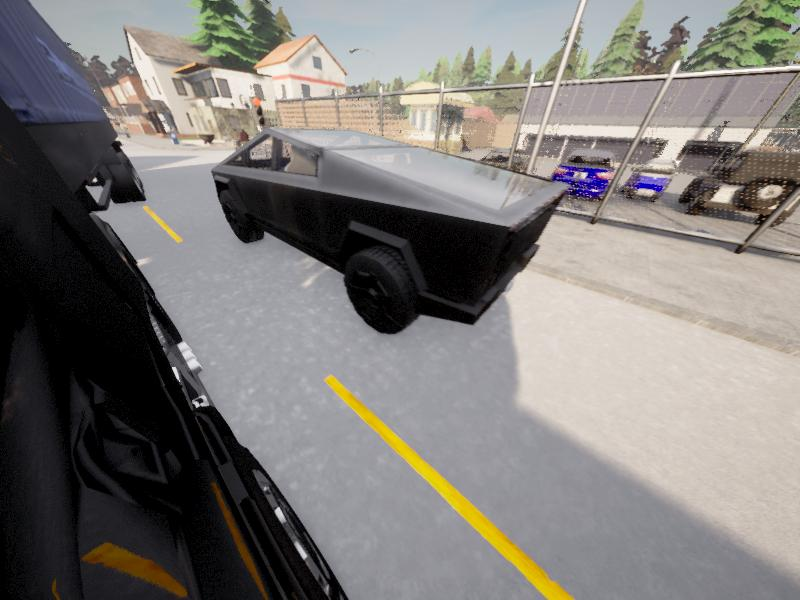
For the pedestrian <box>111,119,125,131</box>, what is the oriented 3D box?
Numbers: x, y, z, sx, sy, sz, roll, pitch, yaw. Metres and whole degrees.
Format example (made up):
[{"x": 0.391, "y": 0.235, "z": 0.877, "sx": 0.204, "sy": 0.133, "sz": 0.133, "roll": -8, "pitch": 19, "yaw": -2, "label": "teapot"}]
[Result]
[{"x": -53.598, "y": -33.268, "z": 43.928, "sx": 0.751, "sy": 1.860, "sz": 0.751, "roll": 21, "pitch": 40, "yaw": 23, "label": "pedestrian"}]

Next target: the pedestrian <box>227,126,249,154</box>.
[{"x": -13.459, "y": -13.298, "z": 19.238, "sx": 0.751, "sy": 1.860, "sz": 0.751, "roll": 27, "pitch": 43, "yaw": 29, "label": "pedestrian"}]

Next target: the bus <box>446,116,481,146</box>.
[{"x": 11.845, "y": -32.575, "z": 44.575, "sx": 3.944, "sy": 4.253, "sz": 10.273, "roll": 2, "pitch": 37, "yaw": 0, "label": "bus"}]

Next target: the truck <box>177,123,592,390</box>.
[{"x": -1.021, "y": -1.709, "z": 4.088, "sx": 6.274, "sy": 2.098, "sz": 2.390, "roll": 28, "pitch": 44, "yaw": 30, "label": "truck"}]

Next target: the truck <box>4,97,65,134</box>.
[{"x": -52.607, "y": -26.556, "z": 33.491, "sx": 8.468, "sy": 3.827, "sz": 2.891, "roll": 28, "pitch": 44, "yaw": 30, "label": "truck"}]

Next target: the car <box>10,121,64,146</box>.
[{"x": -32.454, "y": -14.981, "z": 20.752, "sx": 5.238, "sy": 1.638, "sz": 1.930, "roll": 27, "pitch": 43, "yaw": 30, "label": "car"}]

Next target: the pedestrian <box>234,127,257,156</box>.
[{"x": -12.356, "y": -12.721, "z": 18.517, "sx": 0.751, "sy": 1.860, "sz": 0.751, "roll": 29, "pitch": 44, "yaw": 31, "label": "pedestrian"}]

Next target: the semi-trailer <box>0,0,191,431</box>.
[{"x": -8.183, "y": -3.894, "z": 4.701, "sx": 2.717, "sy": 4.402, "sz": 14.254, "roll": -28, "pitch": 46, "yaw": -34, "label": "semi-trailer"}]

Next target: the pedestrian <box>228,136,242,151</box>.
[{"x": -15.165, "y": -14.387, "z": 21.258, "sx": 0.500, "sy": 1.100, "sz": 0.500, "roll": 4, "pitch": 37, "yaw": 2, "label": "pedestrian"}]

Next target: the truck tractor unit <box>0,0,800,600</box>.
[{"x": -2.645, "y": -0.295, "z": 0.351, "sx": 6.516, "sy": 4.208, "sz": 3.053, "roll": 28, "pitch": 44, "yaw": 30, "label": "truck tractor unit"}]

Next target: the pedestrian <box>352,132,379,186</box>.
[{"x": -1.431, "y": -5.980, "z": 9.814, "sx": 0.751, "sy": 1.860, "sz": 0.751, "roll": 22, "pitch": 41, "yaw": 25, "label": "pedestrian"}]
